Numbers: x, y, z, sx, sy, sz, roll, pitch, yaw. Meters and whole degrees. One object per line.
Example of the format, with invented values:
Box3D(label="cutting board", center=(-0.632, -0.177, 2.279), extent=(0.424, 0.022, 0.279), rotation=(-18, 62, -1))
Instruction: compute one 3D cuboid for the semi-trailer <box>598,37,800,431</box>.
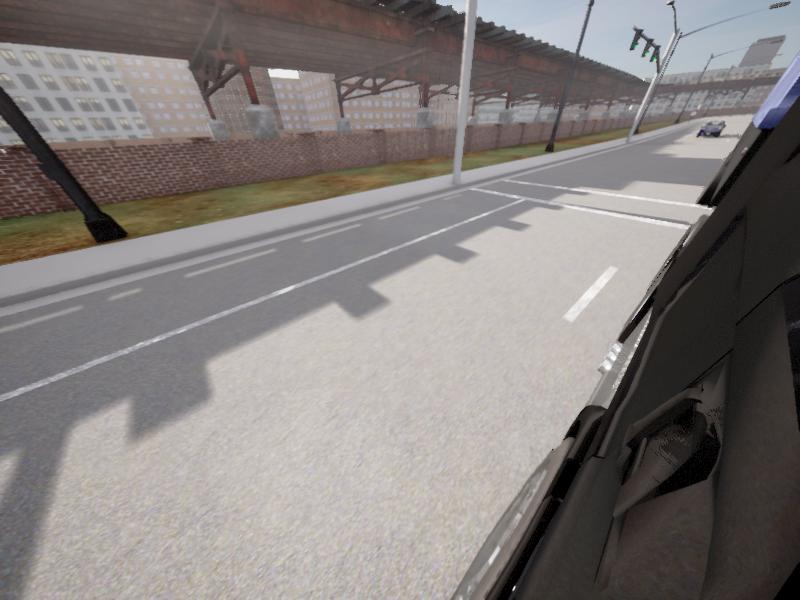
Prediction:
Box3D(label="semi-trailer", center=(8.694, -3.593, 4.253), extent=(14.254, 4.402, 2.717), rotation=(-28, 43, -30))

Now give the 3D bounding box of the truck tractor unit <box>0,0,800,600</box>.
Box3D(label="truck tractor unit", center=(2.645, -0.295, 0.352), extent=(6.516, 4.208, 3.053), rotation=(-28, 44, -30))

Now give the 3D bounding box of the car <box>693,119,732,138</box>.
Box3D(label="car", center=(34.684, -19.003, 25.648), extent=(3.633, 1.501, 1.845), rotation=(-28, 43, -30))
